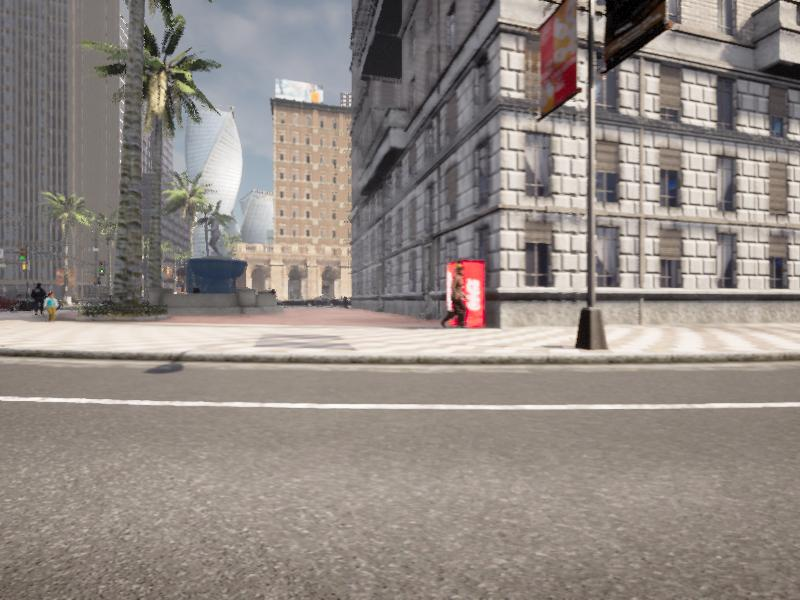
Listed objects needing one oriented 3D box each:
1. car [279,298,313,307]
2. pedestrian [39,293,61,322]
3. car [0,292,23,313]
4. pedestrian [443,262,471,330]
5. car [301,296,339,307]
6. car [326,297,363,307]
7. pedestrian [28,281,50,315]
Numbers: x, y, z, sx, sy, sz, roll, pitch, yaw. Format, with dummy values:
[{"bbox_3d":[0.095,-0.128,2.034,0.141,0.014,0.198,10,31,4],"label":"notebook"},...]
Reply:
[{"bbox_3d":[-15.457,0.379,59.457,4.718,1.301,1.895,0,0,-15],"label":"car"},{"bbox_3d":[-13.197,0.275,15.091,0.500,1.100,0.500,0,0,30],"label":"pedestrian"},{"bbox_3d":[-33.749,0.201,32.546,2.152,1.651,5.027,0,0,-11],"label":"car"},{"bbox_3d":[1.604,-0.108,11.318,0.751,1.860,0.751,0,0,5],"label":"pedestrian"},{"bbox_3d":[-11.390,0.205,56.918,5.238,1.638,1.930,0,0,-15],"label":"car"},{"bbox_3d":[-8.502,0.331,61.306,5.357,1.411,2.033,0,0,-15],"label":"car"},{"bbox_3d":[-19.763,-0.101,21.906,0.751,1.860,0.751,0,0,-29],"label":"pedestrian"}]
